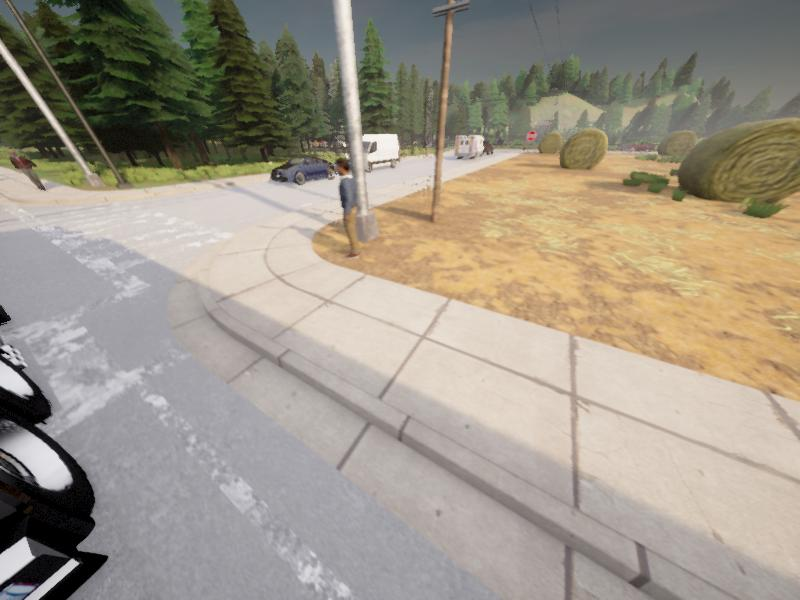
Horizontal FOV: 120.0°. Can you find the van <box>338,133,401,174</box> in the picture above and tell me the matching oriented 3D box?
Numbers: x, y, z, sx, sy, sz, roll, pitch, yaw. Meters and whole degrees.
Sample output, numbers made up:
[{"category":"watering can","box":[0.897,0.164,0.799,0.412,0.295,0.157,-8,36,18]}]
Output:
[{"category":"van","box":[-2.274,-12.602,19.727,1.988,2.561,5.915,19,39,25]}]

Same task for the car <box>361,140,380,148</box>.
[{"category":"car","box":[-7.935,-42.543,63.045,4.856,1.649,2.033,20,40,26]}]

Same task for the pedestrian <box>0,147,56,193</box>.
[{"category":"pedestrian","box":[-18.020,-6.271,11.170,0.751,1.860,0.751,24,42,31]}]

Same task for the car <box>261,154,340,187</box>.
[{"category":"car","box":[-6.134,-8.410,14.839,1.994,1.385,4.181,19,40,25]}]

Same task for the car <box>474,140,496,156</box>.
[{"category":"car","box":[12.851,-22.952,34.796,1.905,1.878,3.866,19,40,25]}]

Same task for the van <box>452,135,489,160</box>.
[{"category":"van","box":[9.095,-19.565,29.569,2.351,2.431,6.366,19,39,25]}]

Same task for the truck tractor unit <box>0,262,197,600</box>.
[{"category":"truck tractor unit","box":[-5.114,-0.297,0.780,6.516,4.208,3.053,18,39,24]}]

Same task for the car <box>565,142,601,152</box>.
[{"category":"car","box":[32.475,-27.274,41.143,4.718,1.301,1.895,21,40,27]}]

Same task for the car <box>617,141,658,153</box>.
[{"category":"car","box":[38.579,-25.013,37.701,4.193,1.474,1.816,21,40,27]}]

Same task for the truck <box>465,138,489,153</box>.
[{"category":"truck","box":[13.971,-28.411,42.351,2.390,2.098,6.274,2,35,1]}]

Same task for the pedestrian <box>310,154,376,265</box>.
[{"category":"pedestrian","box":[-1.000,-1.715,4.491,0.751,1.860,0.751,6,36,9]}]

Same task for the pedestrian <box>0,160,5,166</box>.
[{"category":"pedestrian","box":[-40.949,-14.380,22.974,0.751,1.860,0.751,26,43,33]}]

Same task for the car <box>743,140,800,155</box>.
[{"category":"car","box":[50.744,-20.436,30.913,4.856,1.649,2.033,21,40,27]}]
